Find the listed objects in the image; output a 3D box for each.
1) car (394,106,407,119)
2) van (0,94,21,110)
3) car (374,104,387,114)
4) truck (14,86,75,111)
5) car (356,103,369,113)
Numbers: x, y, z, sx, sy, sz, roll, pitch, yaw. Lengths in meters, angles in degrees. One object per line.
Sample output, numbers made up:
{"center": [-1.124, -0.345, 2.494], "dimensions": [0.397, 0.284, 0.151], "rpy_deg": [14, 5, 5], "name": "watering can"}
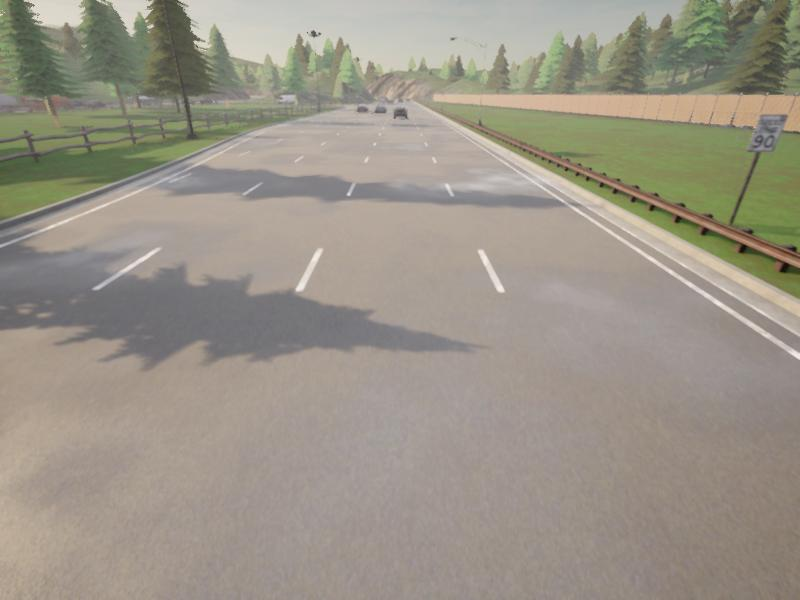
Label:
{"center": [0.065, -26.555, 56.636], "dimensions": [1.837, 1.490, 4.892], "rpy_deg": [0, 27, 0], "name": "car"}
{"center": [-71.425, -35.281, 71.201], "dimensions": [1.988, 2.561, 5.915], "rpy_deg": [1, 27, 0], "name": "van"}
{"center": [-3.418, -34.019, 71.205], "dimensions": [1.994, 1.385, 4.181], "rpy_deg": [0, 27, 0], "name": "car"}
{"center": [-64.412, -36.776, 72.861], "dimensions": [2.891, 3.827, 8.468], "rpy_deg": [1, 27, 0], "name": "truck"}
{"center": [-6.914, -35.585, 74.132], "dimensions": [1.812, 1.442, 4.674], "rpy_deg": [0, 27, 0], "name": "car"}
